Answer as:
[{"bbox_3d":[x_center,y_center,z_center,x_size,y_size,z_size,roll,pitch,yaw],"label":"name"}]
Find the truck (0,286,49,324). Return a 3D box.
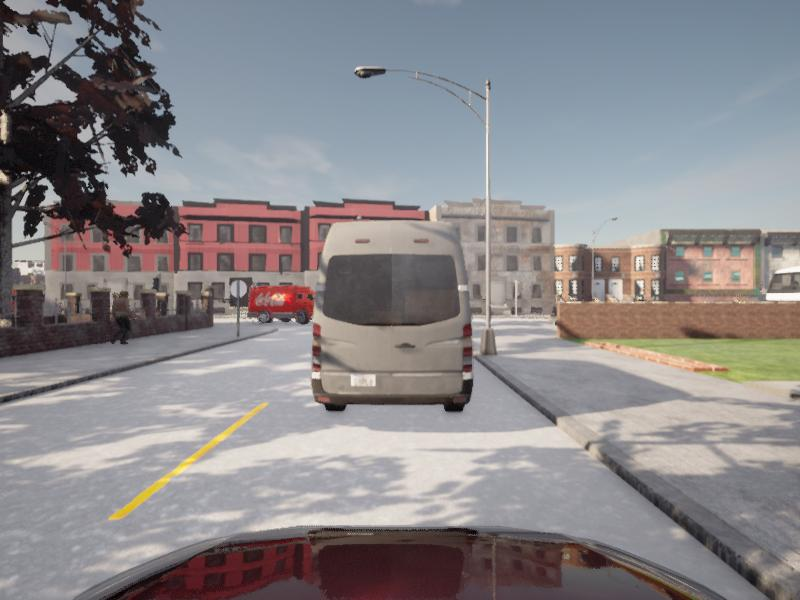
[{"bbox_3d":[-27.735,0.313,27.297,5.204,2.467,2.627,0,0,0],"label":"truck"}]

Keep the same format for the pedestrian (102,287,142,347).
[{"bbox_3d":[-8.880,0.515,12.806,0.751,1.860,0.751,0,0,14],"label":"pedestrian"}]

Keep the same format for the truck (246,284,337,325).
[{"bbox_3d":[-7.051,0.324,26.170,5.204,2.467,2.627,0,-1,20],"label":"truck"}]

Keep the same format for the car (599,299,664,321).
[{"bbox_3d":[17.972,0.742,31.194,3.988,1.617,1.851,0,0,0],"label":"car"}]

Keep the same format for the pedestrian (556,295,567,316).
[{"bbox_3d":[14.446,0.480,35.864,0.751,1.860,0.751,0,0,11],"label":"pedestrian"}]

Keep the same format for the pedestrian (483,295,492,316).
[{"bbox_3d":[7.897,0.480,36.156,0.751,1.860,0.751,0,0,6],"label":"pedestrian"}]

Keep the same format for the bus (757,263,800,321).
[{"bbox_3d":[34.572,-0.580,30.988,10.273,4.253,3.944,0,0,0],"label":"bus"}]

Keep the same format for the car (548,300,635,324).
[{"bbox_3d":[12.915,0.783,27.190,5.008,1.535,1.882,0,0,0],"label":"car"}]

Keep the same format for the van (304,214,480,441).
[{"bbox_3d":[-0.041,0.311,7.491,1.988,2.561,5.915,0,0,1],"label":"van"}]
